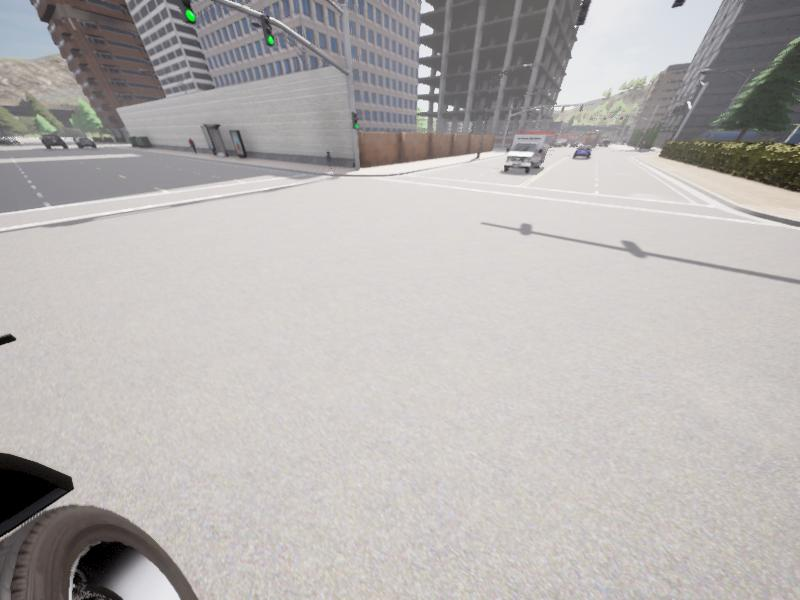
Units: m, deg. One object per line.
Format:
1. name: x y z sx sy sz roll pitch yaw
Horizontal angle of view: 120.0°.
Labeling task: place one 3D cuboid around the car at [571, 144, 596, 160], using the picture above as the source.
1. car: 24.824 -20.016 31.167 2.007 1.525 4.514 23 41 29

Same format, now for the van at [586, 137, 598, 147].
1. van: 64.013 -52.663 76.931 2.351 2.431 6.366 22 41 28

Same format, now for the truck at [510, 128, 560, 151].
1. truck: 29.727 -35.653 51.290 8.468 3.827 2.891 22 40 27

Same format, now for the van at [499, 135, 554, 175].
1. van: 10.623 -12.221 19.211 2.351 2.431 6.366 22 41 28

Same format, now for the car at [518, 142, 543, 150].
1. car: 30.915 -36.590 54.811 4.718 1.301 1.895 22 41 27

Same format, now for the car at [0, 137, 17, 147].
1. car: -78.469 -30.741 44.915 1.789 1.549 3.705 22 41 28

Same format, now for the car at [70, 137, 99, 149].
1. car: -56.698 -28.270 41.551 4.856 1.649 2.033 22 41 28

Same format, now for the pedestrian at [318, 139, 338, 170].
1. pedestrian: -5.113 -10.365 16.479 0.751 1.860 0.751 21 40 26

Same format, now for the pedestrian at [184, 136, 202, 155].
1. pedestrian: -24.687 -18.385 27.534 0.751 1.860 0.751 25 42 30

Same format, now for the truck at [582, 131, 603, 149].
1. truck: 53.215 -44.329 63.831 2.891 3.827 8.468 22 41 28

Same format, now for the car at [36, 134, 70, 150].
1. car: -58.764 -26.813 39.122 5.566 2.045 2.150 22 41 28
